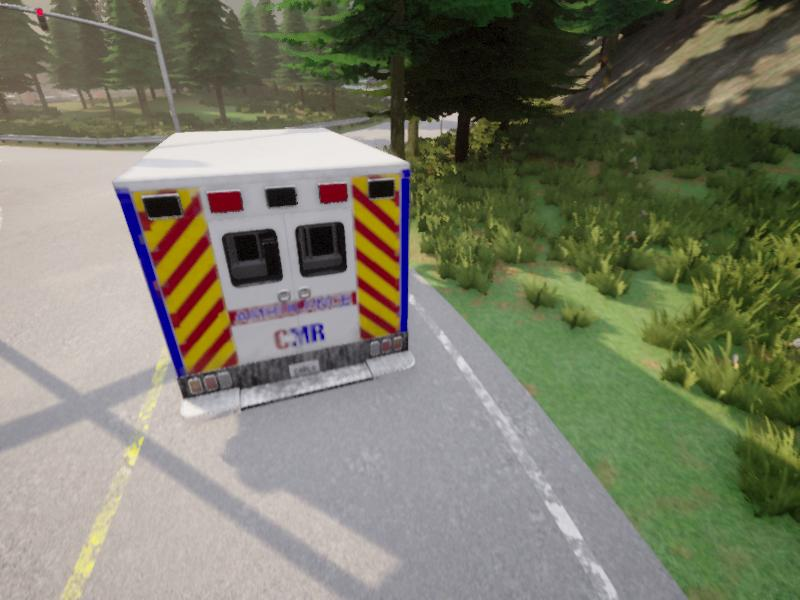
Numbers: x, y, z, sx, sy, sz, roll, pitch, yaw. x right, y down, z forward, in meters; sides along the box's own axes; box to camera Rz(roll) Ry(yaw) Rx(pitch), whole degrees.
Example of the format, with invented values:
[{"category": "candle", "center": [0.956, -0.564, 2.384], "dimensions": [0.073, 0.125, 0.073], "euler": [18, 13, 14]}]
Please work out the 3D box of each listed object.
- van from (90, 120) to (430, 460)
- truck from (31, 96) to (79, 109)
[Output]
[{"category": "van", "center": [-1.966, -1.196, 6.090], "dimensions": [2.351, 2.431, 6.366], "euler": [-10, 29, -18]}, {"category": "truck", "center": [-64.890, -37.280, 75.468], "dimensions": [2.390, 2.098, 6.274], "euler": [7, 29, 14]}]
